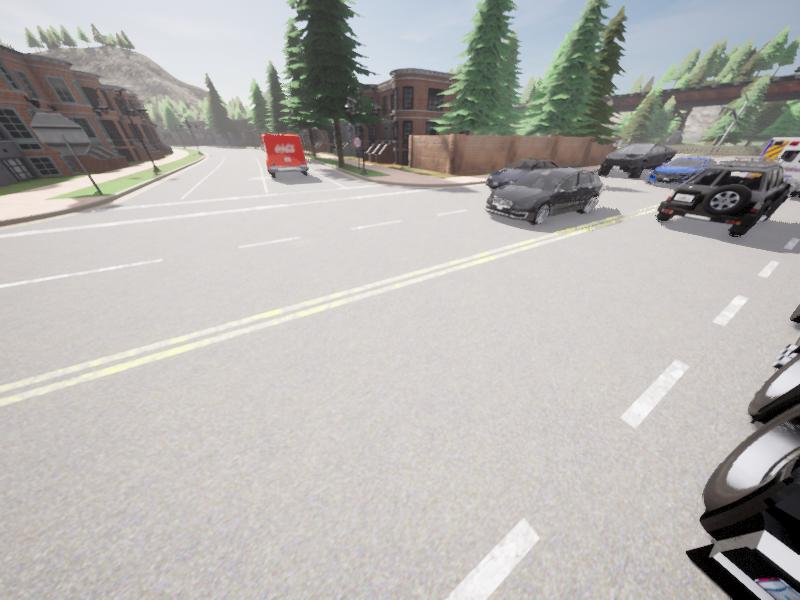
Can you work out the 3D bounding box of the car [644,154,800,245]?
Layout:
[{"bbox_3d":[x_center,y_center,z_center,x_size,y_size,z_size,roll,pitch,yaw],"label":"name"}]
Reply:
[{"bbox_3d":[10.503,-3.400,7.329,4.605,1.855,1.932,-19,39,-24],"label":"car"}]

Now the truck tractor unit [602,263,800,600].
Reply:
[{"bbox_3d":[5.106,-0.307,0.779,6.516,4.208,3.053,-18,39,-24],"label":"truck tractor unit"}]

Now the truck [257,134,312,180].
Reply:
[{"bbox_3d":[-8.561,-10.601,16.932,2.627,2.467,5.204,-17,38,-23],"label":"truck"}]

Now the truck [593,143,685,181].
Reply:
[{"bbox_3d":[18.042,-10.562,17.482,6.274,2.098,2.390,-18,39,-24],"label":"truck"}]

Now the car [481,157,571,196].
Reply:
[{"bbox_3d":[6.708,-6.703,12.393,4.193,1.474,1.816,-16,38,-23],"label":"car"}]

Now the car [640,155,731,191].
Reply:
[{"bbox_3d":[17.193,-7.747,13.922,5.008,1.535,1.882,-18,39,-25],"label":"car"}]

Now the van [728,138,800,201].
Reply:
[{"bbox_3d":[20.872,-7.001,12.101,6.366,2.431,2.351,-18,39,-24],"label":"van"}]

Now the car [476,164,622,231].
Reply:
[{"bbox_3d":[5.316,-3.864,8.287,4.892,1.490,1.837,-18,39,-24],"label":"car"}]
